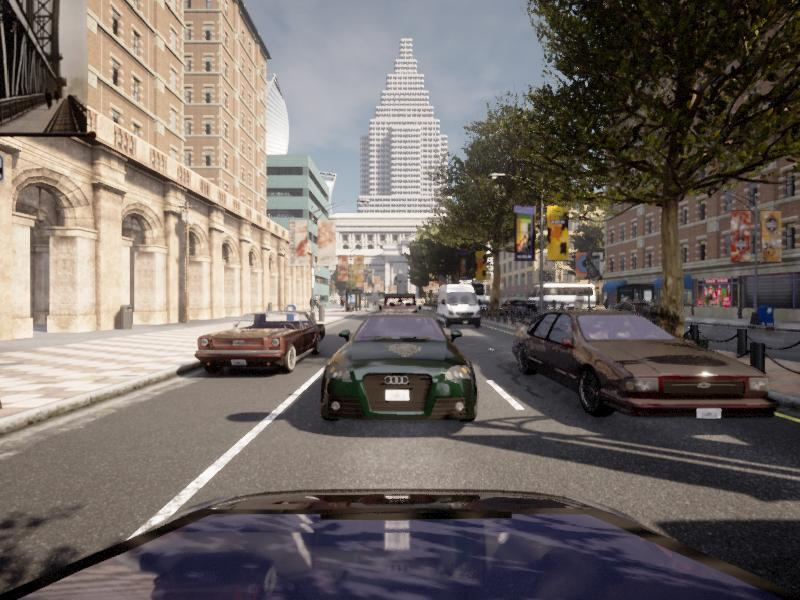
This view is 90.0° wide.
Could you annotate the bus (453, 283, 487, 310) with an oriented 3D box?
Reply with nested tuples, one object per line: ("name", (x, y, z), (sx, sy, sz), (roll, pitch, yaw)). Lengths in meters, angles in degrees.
("bus", (11.398, -0.532, 66.279), (3.944, 4.253, 10.273), (0, 0, 0))

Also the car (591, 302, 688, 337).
("car", (11.507, 0.845, 19.702), (1.837, 1.490, 4.892), (0, 0, 0))

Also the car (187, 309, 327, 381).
("car", (-3.246, 0.939, 10.223), (1.895, 1.301, 4.718), (0, 0, 0))

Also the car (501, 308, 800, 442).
("car", (3.501, 0.894, 7.188), (2.033, 1.411, 5.357), (0, 0, 0))

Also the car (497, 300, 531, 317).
("car", (11.515, 0.778, 40.675), (2.033, 1.649, 4.856), (0, 0, 0))

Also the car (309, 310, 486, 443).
("car", (0.010, 0.907, 6.581), (1.994, 1.385, 4.181), (0, 0, 1))

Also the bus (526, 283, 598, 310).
("bus", (26.505, -0.537, 65.881), (10.273, 4.253, 3.944), (0, 0, -1))

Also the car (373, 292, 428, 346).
("car", (0.003, 0.646, 15.802), (1.905, 1.878, 3.866), (0, 0, 0))

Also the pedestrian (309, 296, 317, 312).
("pedestrian", (-10.574, 0.486, 48.581), (0.751, 1.860, 0.751), (0, 0, 0))

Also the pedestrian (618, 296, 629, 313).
("pedestrian", (25.032, 0.486, 44.834), (0.751, 1.860, 0.751), (0, 0, 2))

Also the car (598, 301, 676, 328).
("car", (15.009, 0.829, 25.743), (2.038, 1.542, 4.974), (0, 0, 0))

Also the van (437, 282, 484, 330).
("van", (3.505, 0.323, 24.459), (1.988, 2.561, 5.915), (0, 0, 0))
